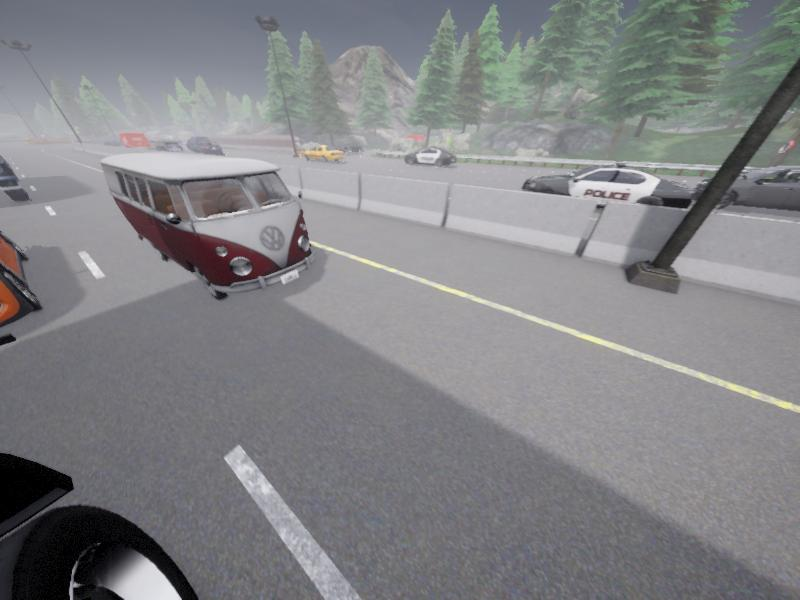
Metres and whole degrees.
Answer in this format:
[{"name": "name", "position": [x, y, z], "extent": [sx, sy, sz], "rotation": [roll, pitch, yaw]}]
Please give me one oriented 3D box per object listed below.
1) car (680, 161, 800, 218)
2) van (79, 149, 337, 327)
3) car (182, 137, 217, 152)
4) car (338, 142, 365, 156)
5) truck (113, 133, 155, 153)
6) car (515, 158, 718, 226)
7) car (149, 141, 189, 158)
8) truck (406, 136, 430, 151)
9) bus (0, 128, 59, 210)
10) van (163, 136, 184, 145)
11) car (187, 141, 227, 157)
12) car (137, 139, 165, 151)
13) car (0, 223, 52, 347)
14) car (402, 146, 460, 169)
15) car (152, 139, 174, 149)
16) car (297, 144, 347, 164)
[{"name": "car", "position": [13.765, -4.181, 8.640], "extent": [3.633, 1.501, 1.845], "rotation": [22, 41, 28]}, {"name": "van", "position": [-3.565, -1.580, 4.378], "extent": [4.442, 1.987, 1.775], "rotation": [22, 41, 28]}, {"name": "car", "position": [-33.668, -26.126, 38.741], "extent": [5.566, 2.045, 2.150], "rotation": [22, 41, 28]}, {"name": "car", "position": [-7.123, -22.340, 34.092], "extent": [1.789, 1.549, 3.705], "rotation": [17, 38, 23]}, {"name": "truck", "position": [-41.432, -24.538, 36.032], "extent": [5.204, 2.467, 2.627], "rotation": [22, 40, 28]}, {"name": "car", "position": [7.425, -4.297, 8.742], "extent": [4.974, 1.542, 2.038], "rotation": [22, 41, 28]}, {"name": "car", "position": [-29.589, -19.383, 29.604], "extent": [4.856, 1.649, 2.033], "rotation": [22, 41, 28]}, {"name": "truck", "position": [3.768, -32.272, 47.474], "extent": [2.627, 2.467, 5.204], "rotation": [21, 40, 26]}, {"name": "bus", "position": [-18.815, -6.336, 8.990], "extent": [10.273, 4.253, 3.944], "rotation": [22, 40, 28]}, {"name": "van", "position": [-63.253, -44.680, 64.696], "extent": [2.069, 2.038, 4.480], "rotation": [-9, 36, -13]}, {"name": "car", "position": [-25.894, -20.362, 30.990], "extent": [4.611, 1.667, 2.242], "rotation": [22, 40, 28]}, {"name": "car", "position": [-45.000, -28.063, 41.786], "extent": [5.366, 1.575, 1.801], "rotation": [22, 41, 28]}, {"name": "car", "position": [-7.363, -0.587, 3.098], "extent": [4.553, 1.767, 2.097], "rotation": [22, 41, 28]}, {"name": "car", "position": [2.796, -13.574, 21.823], "extent": [4.974, 1.542, 2.038], "rotation": [22, 41, 28]}, {"name": "car", "position": [-48.603, -31.998, 47.363], "extent": [4.892, 1.490, 1.837], "rotation": [25, 42, 31]}, {"name": "car", "position": [-8.317, -15.653, 24.596], "extent": [5.366, 1.575, 1.801], "rotation": [22, 41, 28]}]
